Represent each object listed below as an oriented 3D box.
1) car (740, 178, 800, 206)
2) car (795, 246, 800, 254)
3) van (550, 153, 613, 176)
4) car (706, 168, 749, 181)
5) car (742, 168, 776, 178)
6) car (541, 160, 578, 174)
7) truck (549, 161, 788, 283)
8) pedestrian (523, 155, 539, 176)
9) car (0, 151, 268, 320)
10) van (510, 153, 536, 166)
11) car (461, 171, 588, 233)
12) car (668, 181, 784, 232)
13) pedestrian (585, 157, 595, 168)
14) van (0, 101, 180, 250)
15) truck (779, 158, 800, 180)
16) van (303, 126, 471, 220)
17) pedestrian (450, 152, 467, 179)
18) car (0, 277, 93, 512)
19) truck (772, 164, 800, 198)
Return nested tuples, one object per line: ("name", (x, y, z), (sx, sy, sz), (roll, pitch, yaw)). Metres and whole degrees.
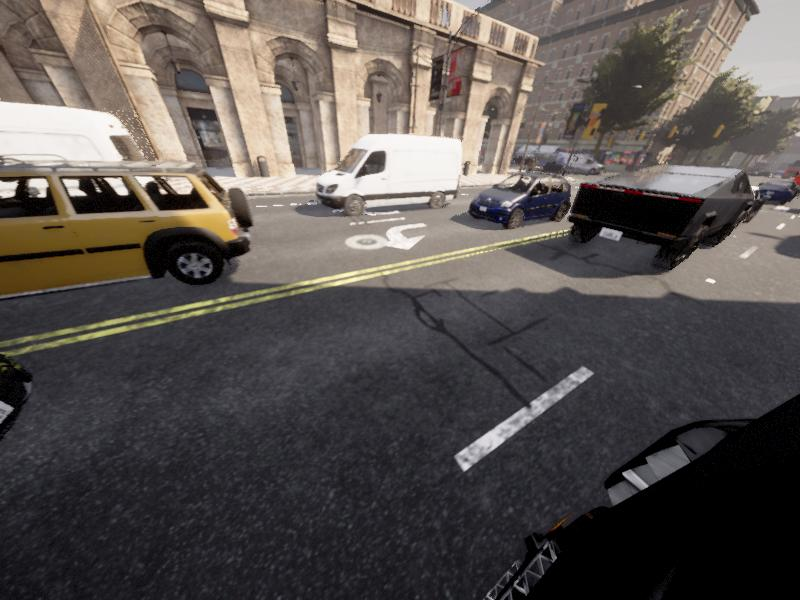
("car", (27.538, -8.012, 16.968), (4.181, 1.385, 1.994), (-16, 38, -26))
("car", (14.788, -2.219, 6.999), (4.856, 1.649, 2.033), (-16, 38, -26))
("van", (26.237, -19.864, 33.758), (2.351, 2.431, 6.366), (-17, 38, -27))
("car", (50.809, -19.412, 35.838), (4.974, 1.542, 2.038), (-10, 35, -18))
("car", (81.701, -28.928, 52.618), (3.988, 1.617, 1.851), (1, 34, -3))
("car", (22.603, -18.918, 32.859), (1.845, 1.501, 3.633), (-14, 37, -24))
("truck", (7.638, -2.606, 6.590), (6.274, 2.098, 2.390), (-16, 38, -26))
("pedestrian", (13.829, -14.185, 24.415), (0.751, 1.860, 0.751), (26, 40, 30))
("car", (-5.003, -1.203, 3.676), (4.605, 1.855, 1.932), (-15, 38, -25))
("van", (27.276, -31.304, 51.418), (2.069, 2.038, 4.480), (-16, 38, -26))
("car", (4.549, -3.774, 8.547), (3.988, 1.617, 1.851), (-16, 38, -26))
("car", (14.272, -4.250, 10.154), (3.806, 1.475, 1.970), (-16, 38, -26))
("pedestrian", (39.571, -28.602, 48.169), (0.751, 1.860, 0.751), (-13, 37, -23))
("van", (-9.152, -2.553, 4.779), (5.915, 2.561, 1.988), (-16, 38, -26))
("truck", (86.129, -28.074, 49.597), (8.468, 3.827, 2.891), (-16, 38, -26))
("van", (-0.332, -5.018, 9.193), (5.915, 2.561, 1.988), (-16, 38, -26))
("pedestrian", (4.700, -10.873, 18.704), (0.751, 1.860, 0.751), (-11, 36, -20))
("car", (-4.476, 1.017, 0.687), (3.633, 1.501, 1.845), (-16, 38, -26))
("truck", (38.223, -10.178, 20.048), (5.204, 2.467, 2.627), (11, 34, 14))
